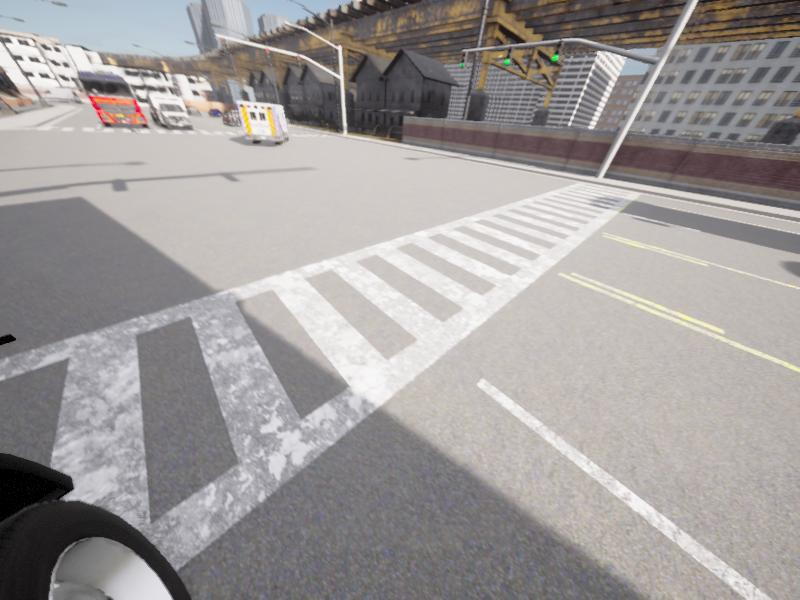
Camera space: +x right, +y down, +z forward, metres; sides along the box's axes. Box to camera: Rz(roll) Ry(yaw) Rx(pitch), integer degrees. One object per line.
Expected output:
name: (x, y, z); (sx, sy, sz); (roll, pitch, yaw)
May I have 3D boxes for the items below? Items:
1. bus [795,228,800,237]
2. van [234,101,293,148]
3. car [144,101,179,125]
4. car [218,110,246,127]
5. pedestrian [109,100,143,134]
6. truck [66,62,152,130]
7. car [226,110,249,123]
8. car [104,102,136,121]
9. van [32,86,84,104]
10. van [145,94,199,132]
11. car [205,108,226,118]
bus: (16.271, -0.826, 2.983); (3.944, 4.253, 10.273); (-28, 48, -35)
van: (-10.491, -14.074, 18.477); (2.351, 2.431, 6.366); (-5, 39, -13)
car: (-28.124, -22.091, 27.235); (1.932, 1.855, 4.605); (-28, 49, -35)
car: (-22.513, -24.256, 30.906); (1.789, 1.549, 3.705); (-28, 48, -35)
pedestrian: (-19.665, -13.095, 16.623); (0.751, 1.860, 0.751); (27, 43, 26)
truck: (-25.854, -18.135, 20.835); (2.891, 3.827, 8.468); (-28, 48, -35)
car: (-27.425, -30.862, 38.891); (1.970, 1.475, 3.806); (-28, 48, -35)
car: (-32.495, -21.889, 26.808); (1.837, 1.490, 4.892); (-28, 48, -35)
van: (-78.514, -47.197, 53.246); (5.915, 2.561, 1.988); (-12, 41, -20)
van: (-21.876, -17.896, 22.111); (2.351, 2.431, 6.366); (-27, 48, -35)
car: (-37.608, -38.087, 47.045); (4.674, 1.442, 1.812); (33, 46, 31)
